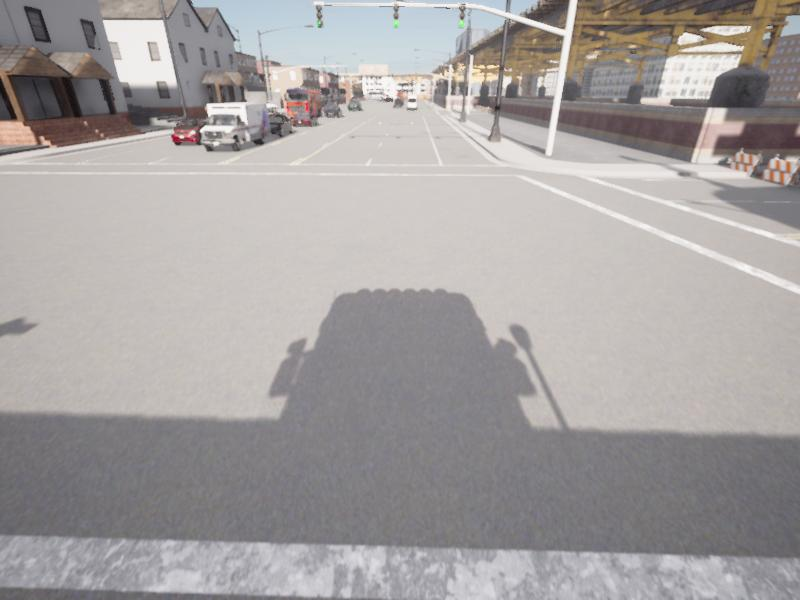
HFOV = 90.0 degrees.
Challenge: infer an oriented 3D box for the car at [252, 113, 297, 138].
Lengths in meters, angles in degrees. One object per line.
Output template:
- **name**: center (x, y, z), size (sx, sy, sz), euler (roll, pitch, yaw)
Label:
- **car**: center (-9.825, -13.858, 31.691), size (1.837, 1.490, 4.892), euler (1, 27, 2)

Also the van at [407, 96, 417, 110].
- **van**: center (2.547, -40.689, 82.524), size (1.988, 2.561, 5.915), euler (1, 27, 2)

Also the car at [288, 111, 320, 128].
- **car**: center (-9.524, -18.075, 39.986), size (1.994, 1.385, 4.181), euler (1, 27, 1)

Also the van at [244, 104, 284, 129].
- **van**: center (-13.059, -17.849, 38.796), size (2.069, 2.038, 4.480), euler (1, 27, 2)

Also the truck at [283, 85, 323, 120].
- **truck**: center (-12.544, -26.036, 52.694), size (2.891, 3.827, 8.468), euler (1, 27, 2)

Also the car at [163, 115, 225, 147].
- **car**: center (-13.518, -11.275, 26.552), size (1.851, 1.617, 3.988), euler (1, 27, 2)

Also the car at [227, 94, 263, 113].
- **car**: center (-26.714, -33.925, 69.042), size (5.357, 1.411, 2.033), euler (14, 27, -7)

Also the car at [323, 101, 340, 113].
- **car**: center (-11.923, -33.903, 70.134), size (2.097, 1.767, 4.553), euler (1, 27, 2)

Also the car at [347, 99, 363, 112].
- **car**: center (-8.285, -35.939, 73.813), size (2.150, 2.045, 5.566), euler (1, 27, 2)

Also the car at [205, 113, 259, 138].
- **car**: center (-13.306, -14.076, 32.074), size (2.128, 1.511, 4.902), euler (1, 27, 2)

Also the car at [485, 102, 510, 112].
- **car**: center (18.190, -36.054, 74.687), size (4.974, 1.542, 2.038), euler (-24, 36, -39)

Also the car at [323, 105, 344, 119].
- **car**: center (-8.992, -25.630, 54.468), size (1.837, 1.490, 4.892), euler (1, 27, 2)

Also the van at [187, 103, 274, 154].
- **van**: center (-10.080, -10.737, 24.637), size (2.351, 2.431, 6.366), euler (1, 27, 2)
